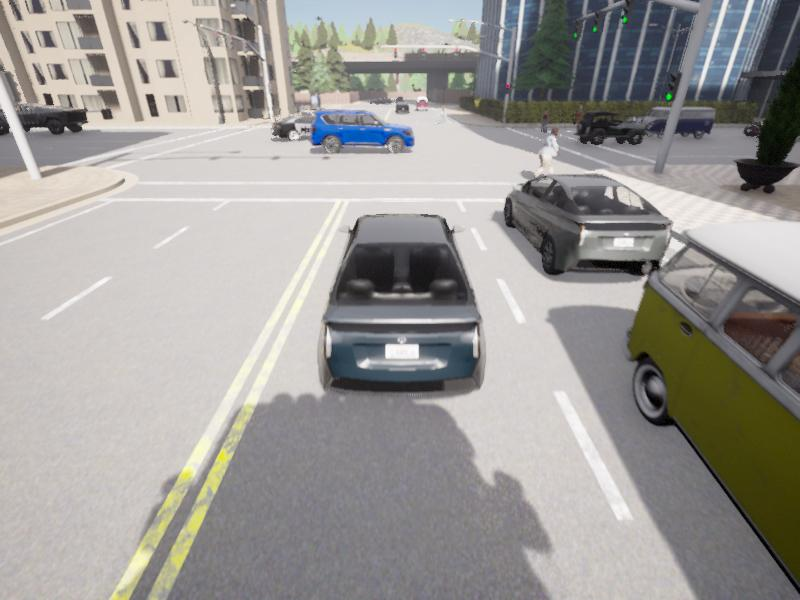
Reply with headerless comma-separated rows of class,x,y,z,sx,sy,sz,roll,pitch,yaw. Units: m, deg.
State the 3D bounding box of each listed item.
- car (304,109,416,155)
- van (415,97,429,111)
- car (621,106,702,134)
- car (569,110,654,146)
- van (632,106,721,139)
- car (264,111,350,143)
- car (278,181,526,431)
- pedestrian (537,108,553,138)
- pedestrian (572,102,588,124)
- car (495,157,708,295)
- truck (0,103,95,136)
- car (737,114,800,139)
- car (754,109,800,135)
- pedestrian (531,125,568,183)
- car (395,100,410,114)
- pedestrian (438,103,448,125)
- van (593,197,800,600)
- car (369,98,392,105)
car,-2.007,-8.955,21.293,5.566,2.045,2.150,0,28,-1
van,3.578,-32.111,65.488,2.069,2.038,4.480,0,28,0
car,20.008,-13.852,30.806,4.605,1.855,1.932,0,28,0
car,12.861,-10.574,24.544,3.866,1.878,1.905,0,28,0
van,19.019,-12.270,27.673,4.442,1.987,1.775,0,28,0
car,-6.246,-11.918,27.392,5.238,1.638,1.930,-19,33,-32
car,0.020,-0.431,5.594,2.007,1.525,4.514,0,28,0
pedestrian,10.127,-12.360,27.936,0.751,1.860,0.751,10,29,18
pedestrian,16.720,-17.389,37.197,0.751,1.860,0.751,0,28,0
car,3.524,-1.812,8.227,2.007,1.525,4.514,0,28,0
truck,-27.471,-13.698,30.310,6.274,2.098,2.390,0,28,0
car,26.504,-12.077,27.850,4.193,1.474,1.816,0,28,0
car,31.115,-13.789,30.952,5.027,1.651,2.152,-1,28,0
pedestrian,5.333,-5.243,14.360,0.751,1.860,0.751,-1,28,-1
car,0.313,-28.636,59.283,1.930,1.638,5.238,-1,28,-3
pedestrian,4.098,-17.699,38.129,0.751,1.860,0.751,1,28,1
van,3.196,0.862,2.630,1.775,1.987,4.442,2,28,3
car,-4.320,-43.401,87.487,4.892,1.490,1.837,0,28,0
